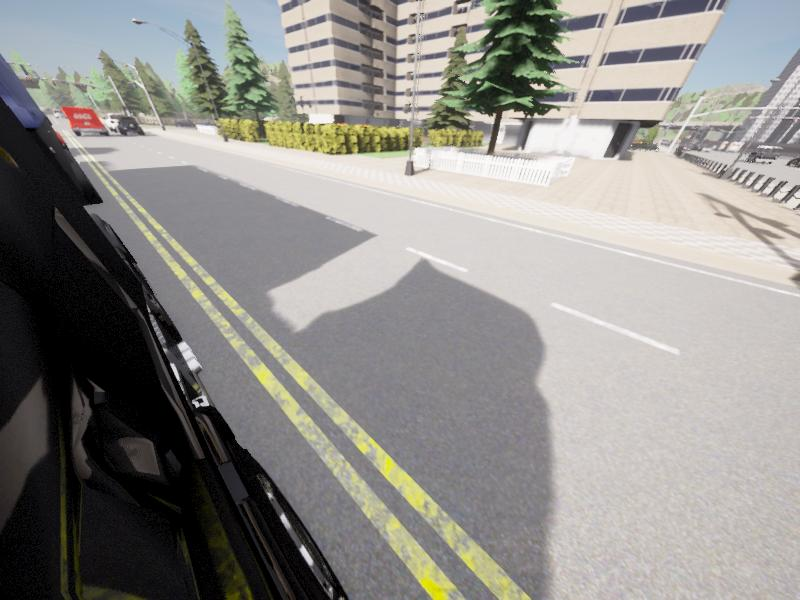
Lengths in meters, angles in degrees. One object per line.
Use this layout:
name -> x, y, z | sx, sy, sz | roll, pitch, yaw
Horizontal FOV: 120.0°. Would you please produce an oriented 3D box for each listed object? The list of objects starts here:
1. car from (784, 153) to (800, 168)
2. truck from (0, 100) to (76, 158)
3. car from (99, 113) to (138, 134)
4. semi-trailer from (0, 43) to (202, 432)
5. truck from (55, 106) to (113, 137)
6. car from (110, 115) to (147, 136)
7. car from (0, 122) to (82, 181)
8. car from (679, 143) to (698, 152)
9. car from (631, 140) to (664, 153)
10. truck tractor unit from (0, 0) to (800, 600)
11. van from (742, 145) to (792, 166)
car -> 51.674, -17.585, 29.225 | 1.812, 1.442, 4.674 | 28, 44, 30
truck -> -22.367, -10.184, 13.669 | 5.204, 2.467, 2.627 | 28, 44, 30
car -> -38.370, -24.132, 31.514 | 5.566, 2.045, 2.150 | 28, 44, 30
semi-trailer -> -8.693, -3.619, 4.217 | 14.254, 4.402, 2.717 | 28, 44, 30
truck -> -34.496, -19.473, 25.221 | 5.204, 2.467, 2.627 | 28, 44, 30
car -> -32.963, -21.159, 28.045 | 3.866, 1.878, 1.905 | 28, 44, 30
car -> -15.840, -6.334, 9.650 | 4.611, 1.667, 2.242 | 28, 44, 30
car -> 72.119, -38.244, 57.864 | 2.033, 1.649, 4.856 | 28, 44, 30
car -> 49.080, -30.612, 45.926 | 3.866, 1.878, 1.905 | 27, 43, 29
truck tractor unit -> -2.645, -0.295, 0.351 | 6.516, 4.208, 3.053 | 28, 44, 30
van -> 49.785, -19.790, 31.534 | 2.069, 2.038, 4.480 | 28, 44, 30
